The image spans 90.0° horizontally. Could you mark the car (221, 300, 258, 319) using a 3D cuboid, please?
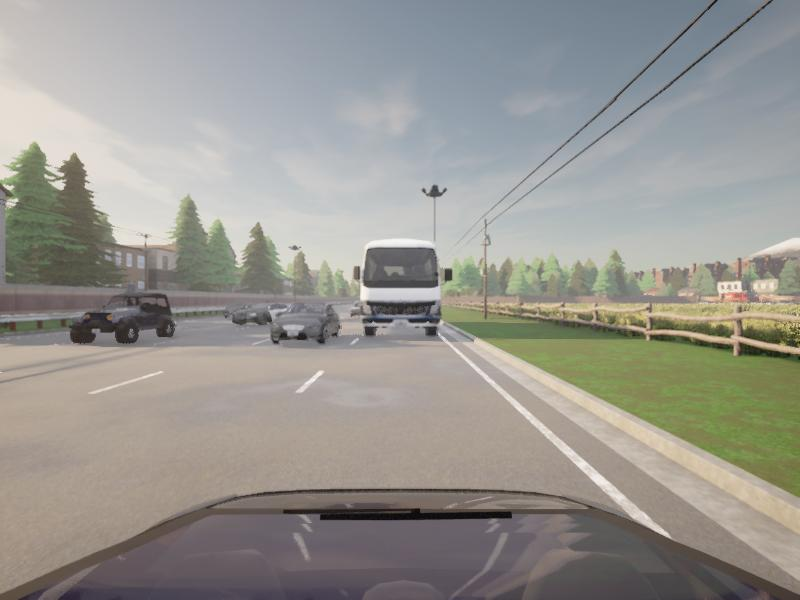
[{"bbox_3d":[-13.947,0.782,34.965,1.789,1.549,3.705,0,1,0],"label":"car"}]

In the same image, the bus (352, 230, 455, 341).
[{"bbox_3d":[0.153,-0.550,20.462,3.944,4.253,10.273,0,0,0],"label":"bus"}]

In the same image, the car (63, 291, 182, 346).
[{"bbox_3d":[-10.476,0.635,15.512,1.905,1.878,3.866,0,0,0],"label":"car"}]

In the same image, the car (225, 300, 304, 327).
[{"bbox_3d":[-8.526,0.816,25.758,2.038,1.542,4.974,0,-1,22],"label":"car"}]

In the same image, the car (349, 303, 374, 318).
[{"bbox_3d":[-3.444,0.916,36.684,1.895,1.301,4.718,0,0,0],"label":"car"}]

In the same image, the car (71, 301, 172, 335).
[{"bbox_3d":[-13.967,0.812,20.442,2.007,1.525,4.514,0,0,0],"label":"car"}]

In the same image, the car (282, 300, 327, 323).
[{"bbox_3d":[-7.101,0.796,30.459,1.882,1.535,5.008,0,0,5],"label":"car"}]

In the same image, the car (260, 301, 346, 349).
[{"bbox_3d":[-3.476,0.823,15.432,2.128,1.511,4.902,0,0,0],"label":"car"}]
